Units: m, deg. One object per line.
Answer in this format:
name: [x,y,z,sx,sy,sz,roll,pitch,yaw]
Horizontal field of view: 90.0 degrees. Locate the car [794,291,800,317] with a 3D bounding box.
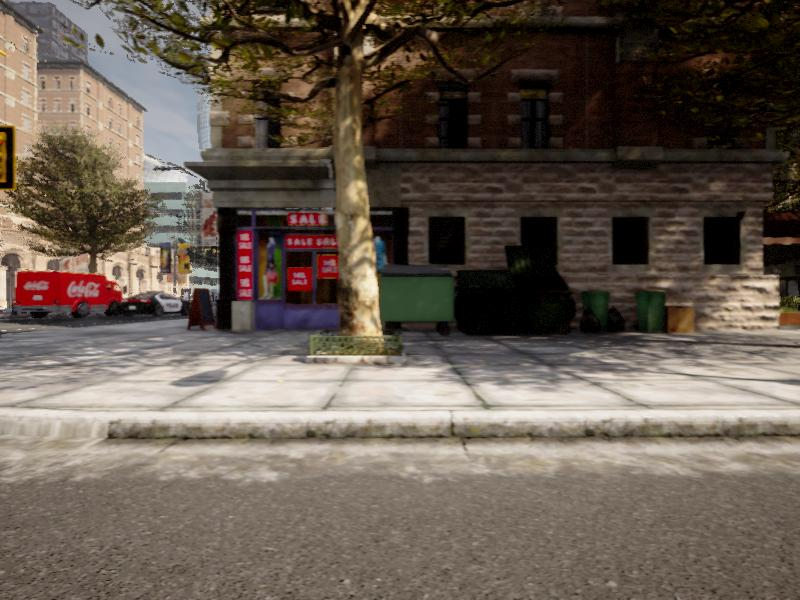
car: [23.437,0.227,20.889,1.970,1.475,3.806,0,0,0]

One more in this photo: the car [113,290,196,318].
car: [-14.682,0.241,24.375,2.038,1.542,4.974,0,0,0]

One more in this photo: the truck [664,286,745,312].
truck: [26.838,-0.087,35.645,2.390,2.098,6.274,0,0,0]

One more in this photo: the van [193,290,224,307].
van: [-29.849,-0.240,62.552,1.988,2.561,5.915,0,0,0]

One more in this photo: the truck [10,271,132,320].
truck: [-18.175,-0.222,22.583,2.627,2.467,5.204,0,0,0]
